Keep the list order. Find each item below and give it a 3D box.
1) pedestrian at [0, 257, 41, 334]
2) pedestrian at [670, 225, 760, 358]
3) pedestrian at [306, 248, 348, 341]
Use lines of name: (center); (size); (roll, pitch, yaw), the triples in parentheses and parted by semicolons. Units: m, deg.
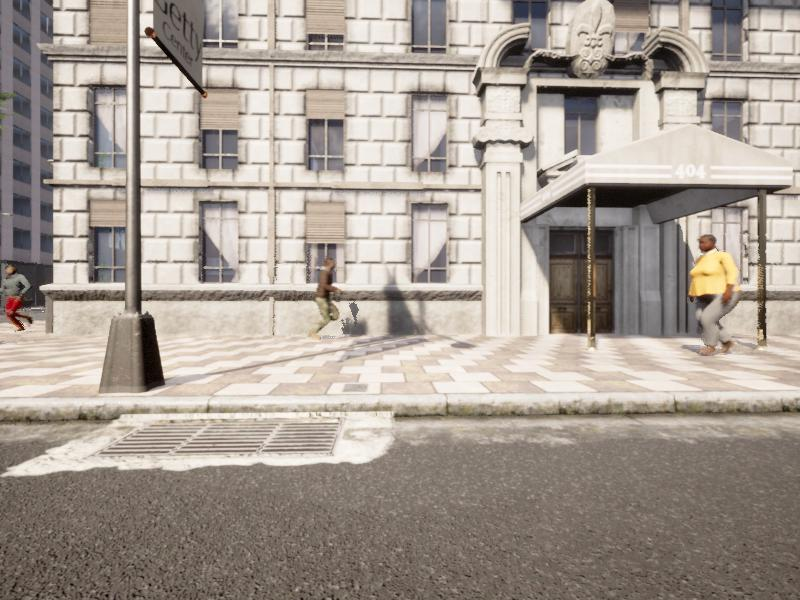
pedestrian: (-9.732, -0.114, 10.060); (0.751, 1.860, 0.751); (0, 0, 0)
pedestrian: (4.646, -0.115, 5.959); (0.751, 1.860, 0.751); (0, 0, -1)
pedestrian: (-1.503, -0.115, 8.352); (0.751, 1.860, 0.751); (0, 0, -1)
